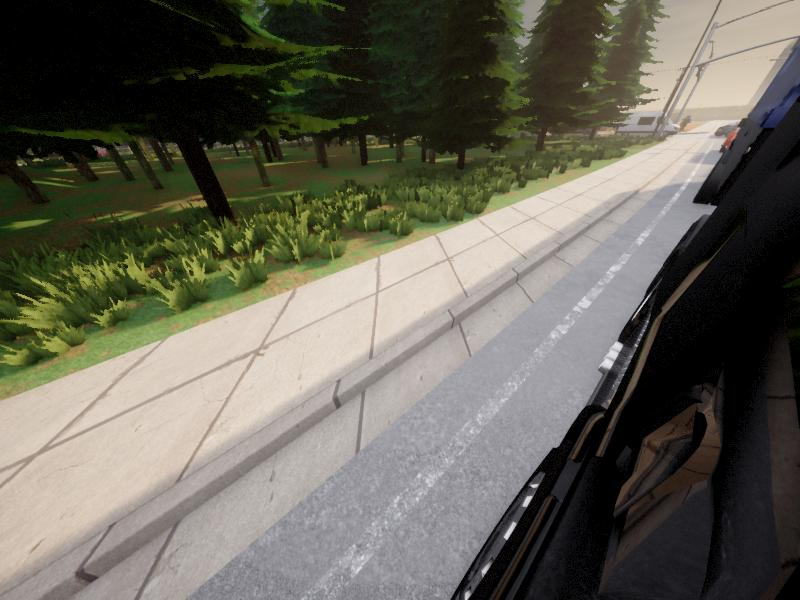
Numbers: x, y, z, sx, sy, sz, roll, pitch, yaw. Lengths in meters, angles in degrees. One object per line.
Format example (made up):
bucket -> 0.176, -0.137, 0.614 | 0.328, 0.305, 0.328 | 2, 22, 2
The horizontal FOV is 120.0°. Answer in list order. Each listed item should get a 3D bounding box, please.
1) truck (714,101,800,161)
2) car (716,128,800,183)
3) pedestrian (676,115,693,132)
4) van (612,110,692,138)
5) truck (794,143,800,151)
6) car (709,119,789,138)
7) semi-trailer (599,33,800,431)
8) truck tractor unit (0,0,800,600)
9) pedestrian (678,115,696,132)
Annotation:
truck -> 21.381, -9.910, 13.485 | 5.204, 2.467, 2.627 | -30, 44, -31
car -> 15.884, -6.349, 9.891 | 4.902, 1.511, 2.128 | -29, 44, -30
pedestrian -> 38.942, -24.141, 31.648 | 0.751, 1.860, 0.751 | 28, 46, 34
van -> 30.504, -21.444, 28.326 | 1.988, 2.561, 5.915 | -29, 44, -30
truck -> 26.140, -9.828, 13.012 | 5.204, 2.467, 2.627 | -26, 43, -33
car -> 36.980, -18.298, 24.672 | 4.181, 1.385, 1.994 | 11, 39, 18
semi-trailer -> 8.645, -3.641, 4.278 | 14.254, 4.402, 2.717 | -29, 44, -30
truck tractor unit -> 2.645, -0.295, 0.351 | 6.516, 4.208, 3.053 | -28, 44, -30
pedestrian -> 40.196, -24.761, 32.390 | 0.751, 1.860, 0.751 | 17, 41, 24
